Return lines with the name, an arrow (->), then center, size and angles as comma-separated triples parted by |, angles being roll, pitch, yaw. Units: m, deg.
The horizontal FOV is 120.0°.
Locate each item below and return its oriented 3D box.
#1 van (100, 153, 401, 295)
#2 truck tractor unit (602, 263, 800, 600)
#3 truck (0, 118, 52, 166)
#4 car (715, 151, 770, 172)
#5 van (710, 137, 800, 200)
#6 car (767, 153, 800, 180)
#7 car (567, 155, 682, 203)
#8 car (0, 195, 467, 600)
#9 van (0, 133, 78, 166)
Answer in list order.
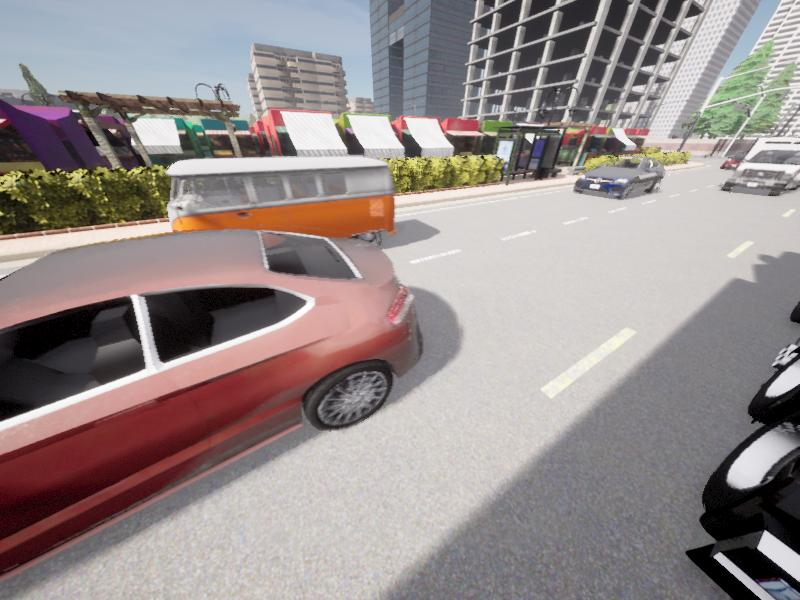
van -> -2.348, -1.960, 5.060 | 4.442, 1.987, 1.775 | -18, 39, -24
truck tractor unit -> 5.106, -0.307, 0.780 | 6.516, 4.208, 3.053 | -18, 39, -24
truck -> -41.262, -15.998, 23.304 | 2.891, 3.827, 8.468 | -19, 39, -25
car -> 31.792, -12.897, 21.452 | 3.633, 1.501, 1.845 | -18, 39, -24
van -> 20.219, -7.187, 12.367 | 6.366, 2.431, 2.351 | -18, 39, -24
car -> 30.931, -10.312, 17.722 | 5.008, 1.535, 1.882 | -18, 39, -24
car -> 11.263, -6.247, 11.647 | 5.027, 1.651, 2.152 | -18, 39, -24
car -> -2.223, 0.456, 1.907 | 5.027, 1.651, 2.152 | -18, 39, -24
van -> -37.575, -15.864, 24.266 | 1.988, 2.561, 5.915 | -19, 39, -26
